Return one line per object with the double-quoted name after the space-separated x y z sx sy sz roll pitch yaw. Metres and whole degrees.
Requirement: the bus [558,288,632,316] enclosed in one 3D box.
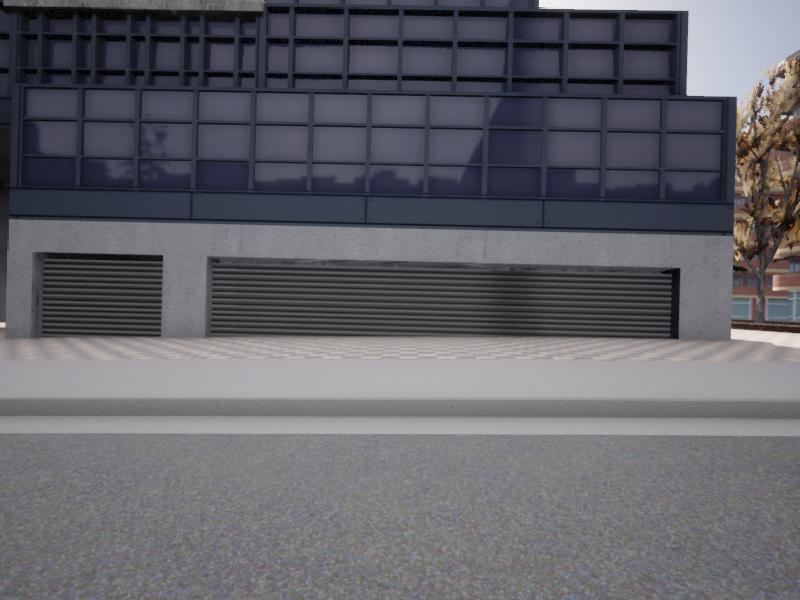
32.120 0.283 66.293 10.273 4.253 3.944 1 0 0 "bus"
